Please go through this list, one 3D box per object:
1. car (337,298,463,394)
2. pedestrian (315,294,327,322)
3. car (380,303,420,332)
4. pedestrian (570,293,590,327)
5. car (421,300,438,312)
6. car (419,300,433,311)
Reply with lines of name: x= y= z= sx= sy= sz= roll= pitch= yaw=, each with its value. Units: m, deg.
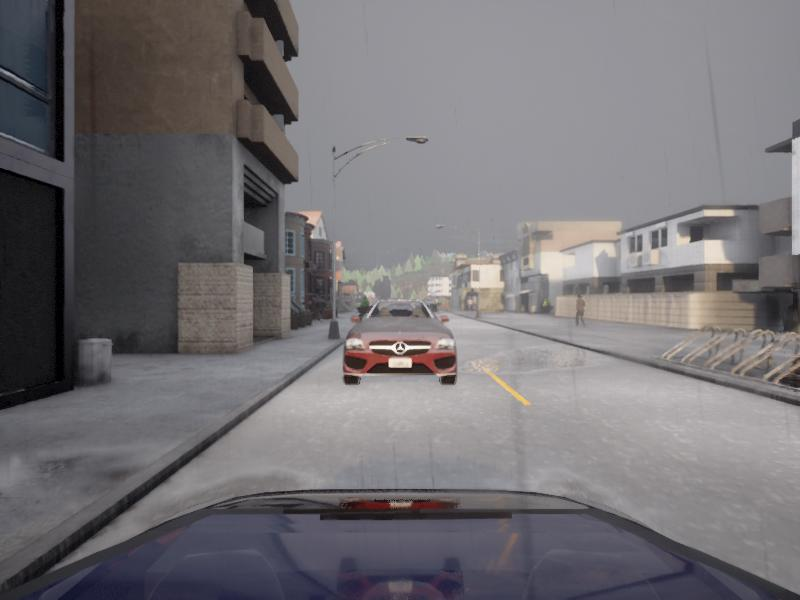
car: x=0.004 y=0.784 z=9.370 sx=2.152 sy=1.651 sz=5.027 roll=0 pitch=0 yaw=0
pedestrian: x=-5.302 y=0.543 z=26.779 sx=0.751 sy=1.860 sz=0.751 roll=0 pitch=0 yaw=-10
car: x=0.002 y=0.904 z=22.851 sx=2.033 sy=1.411 sz=5.357 roll=0 pitch=0 yaw=0
pedestrian: x=9.893 y=0.542 z=22.034 sx=0.751 sy=1.860 sz=0.751 roll=0 pitch=0 yaw=-2
car: x=4.011 y=0.792 z=55.515 sx=1.930 sy=1.638 sz=5.238 roll=0 pitch=0 yaw=0
car: x=4.012 y=0.825 z=62.764 sx=1.801 sy=1.575 sz=5.366 roll=0 pitch=0 yaw=0
